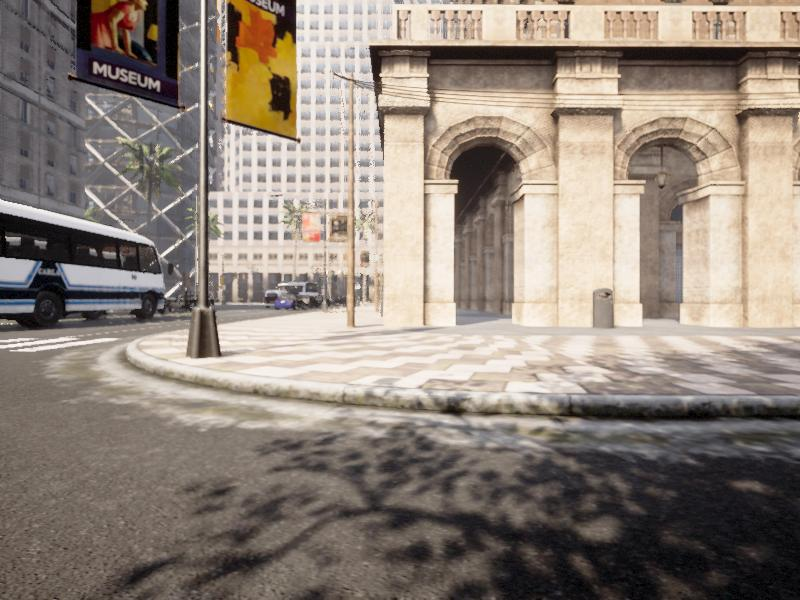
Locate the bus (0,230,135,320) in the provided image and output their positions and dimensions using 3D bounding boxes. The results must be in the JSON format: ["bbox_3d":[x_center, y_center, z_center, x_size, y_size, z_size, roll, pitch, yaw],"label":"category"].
[{"bbox_3d":[-20.786,-1.191,23.276,3.944,4.253,10.273,0,0,0],"label":"bus"}]

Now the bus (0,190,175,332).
[{"bbox_3d":[-14.003,-1.173,16.289,3.944,4.253,10.273,0,0,0],"label":"bus"}]

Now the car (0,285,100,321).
[{"bbox_3d":[-17.403,0.140,19.988,1.851,1.617,3.988,0,0,0],"label":"car"}]

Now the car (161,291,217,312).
[{"bbox_3d":[-17.400,0.123,33.345,1.930,1.638,5.238,0,0,0],"label":"car"}]

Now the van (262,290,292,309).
[{"bbox_3d":[-13.829,-0.067,45.308,2.069,2.038,4.480,0,0,0],"label":"van"}]

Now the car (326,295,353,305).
[{"bbox_3d":[-11.084,0.023,73.552,4.605,1.855,1.932,0,0,-43],"label":"car"}]

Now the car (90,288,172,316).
[{"bbox_3d":[-17.422,0.108,26.239,2.242,1.667,4.611,0,0,0],"label":"car"}]

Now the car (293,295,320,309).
[{"bbox_3d":[-10.334,0.200,44.521,2.007,1.525,4.514,0,0,0],"label":"car"}]

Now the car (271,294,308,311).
[{"bbox_3d":[-10.372,0.222,37.823,2.163,1.488,4.792,0,0,0],"label":"car"}]

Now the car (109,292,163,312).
[{"bbox_3d":[-20.908,0.169,31.848,1.845,1.501,3.633,0,0,0],"label":"car"}]

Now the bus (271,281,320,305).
[{"bbox_3d":[-20.028,-1.194,76.356,10.273,4.253,3.944,0,0,40],"label":"bus"}]
